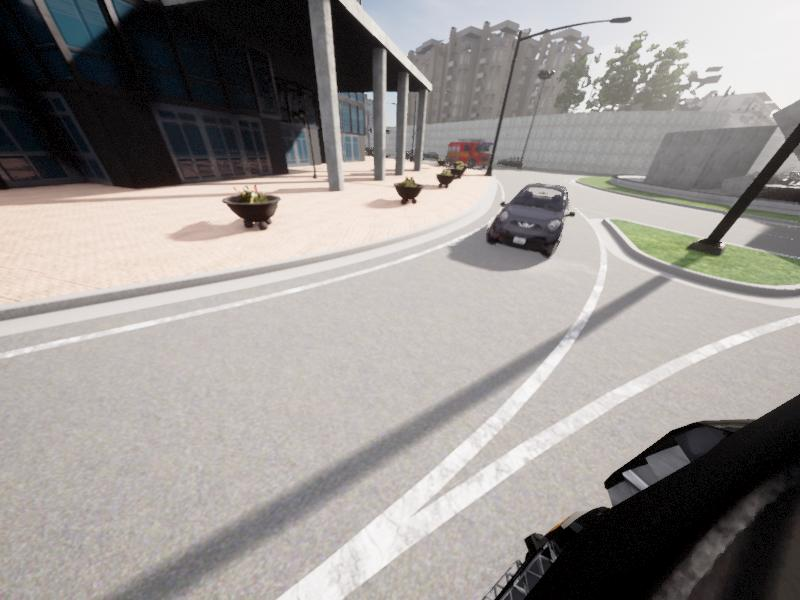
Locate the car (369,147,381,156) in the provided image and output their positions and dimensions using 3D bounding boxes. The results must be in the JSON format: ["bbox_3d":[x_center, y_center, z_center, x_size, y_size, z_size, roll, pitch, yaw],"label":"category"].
[{"bbox_3d":[-6.951,-41.285,64.330,1.905,1.878,3.866,-15,38,-26],"label":"car"}]

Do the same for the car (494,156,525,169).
[{"bbox_3d":[20.683,-26.082,43.733,2.242,1.667,4.611,-22,41,-33],"label":"car"}]

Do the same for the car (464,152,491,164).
[{"bbox_3d":[17.561,-32.320,52.594,2.150,2.045,5.566,-16,38,-26],"label":"car"}]

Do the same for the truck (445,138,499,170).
[{"bbox_3d":[10.991,-23.204,36.613,2.891,3.827,8.468,-12,36,-21],"label":"truck"}]

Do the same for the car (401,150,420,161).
[{"bbox_3d":[2.164,-32.009,51.007,1.932,1.855,4.605,-16,38,-27],"label":"car"}]

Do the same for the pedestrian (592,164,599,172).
[{"bbox_3d":[35.062,-23.672,41.458,0.500,1.100,0.500,25,39,29],"label":"pedestrian"}]

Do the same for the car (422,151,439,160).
[{"bbox_3d":[7.982,-37.902,60.497,2.097,1.767,4.553,-15,38,-26],"label":"car"}]

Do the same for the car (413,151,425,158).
[{"bbox_3d":[5.755,-43.941,69.686,1.789,1.549,3.705,-15,38,-26],"label":"car"}]

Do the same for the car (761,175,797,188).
[{"bbox_3d":[54.422,-17.095,33.151,4.181,1.385,1.994,-16,38,-26],"label":"car"}]

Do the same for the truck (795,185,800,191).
[{"bbox_3d":[50.821,-12.885,25.811,2.390,2.098,6.274,-12,36,-22],"label":"truck"}]

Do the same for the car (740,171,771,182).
[{"bbox_3d":[64.176,-22.312,41.717,4.974,1.542,2.038,-16,38,-26],"label":"car"}]

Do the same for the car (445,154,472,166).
[{"bbox_3d":[11.050,-26.730,44.004,1.801,1.575,5.366,-13,37,-23],"label":"car"}]

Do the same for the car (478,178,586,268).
[{"bbox_3d":[3.932,-2.487,6.711,1.845,1.501,3.633,23,38,27],"label":"car"}]
